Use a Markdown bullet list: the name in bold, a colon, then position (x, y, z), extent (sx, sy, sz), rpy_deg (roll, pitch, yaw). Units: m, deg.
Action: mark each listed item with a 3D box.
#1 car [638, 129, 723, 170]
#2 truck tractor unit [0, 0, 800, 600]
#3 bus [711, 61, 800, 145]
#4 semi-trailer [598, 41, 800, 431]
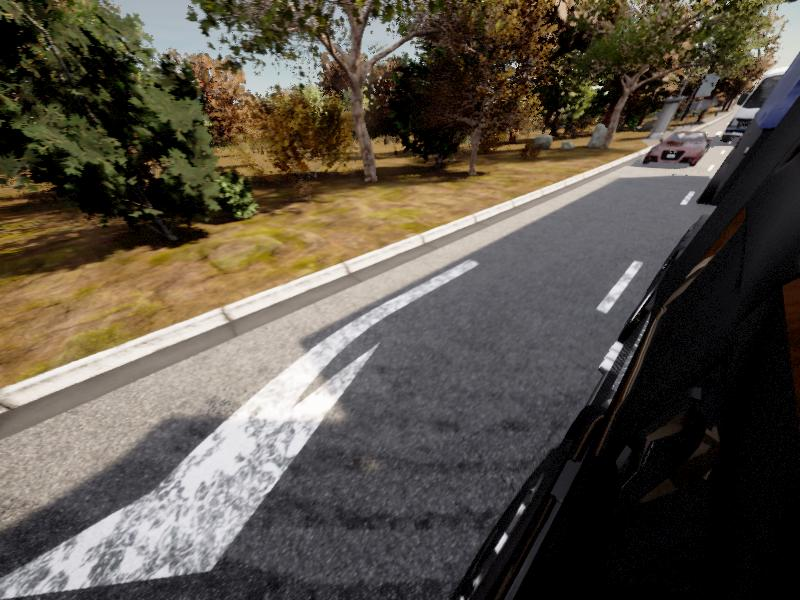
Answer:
- **car**: position (14.663, -7.954, 12.074), extent (4.181, 1.385, 1.994), rpy_deg (-29, 44, -29)
- **truck tractor unit**: position (2.645, -0.295, 0.351), extent (6.516, 4.208, 3.053), rpy_deg (-28, 44, -30)
- **bus**: position (29.268, -14.838, 17.577), extent (10.273, 4.253, 3.944), rpy_deg (-25, 43, -26)
- **semi-trailer**: position (8.689, -3.620, 4.224), extent (14.254, 4.402, 2.717), rpy_deg (-28, 44, -30)
